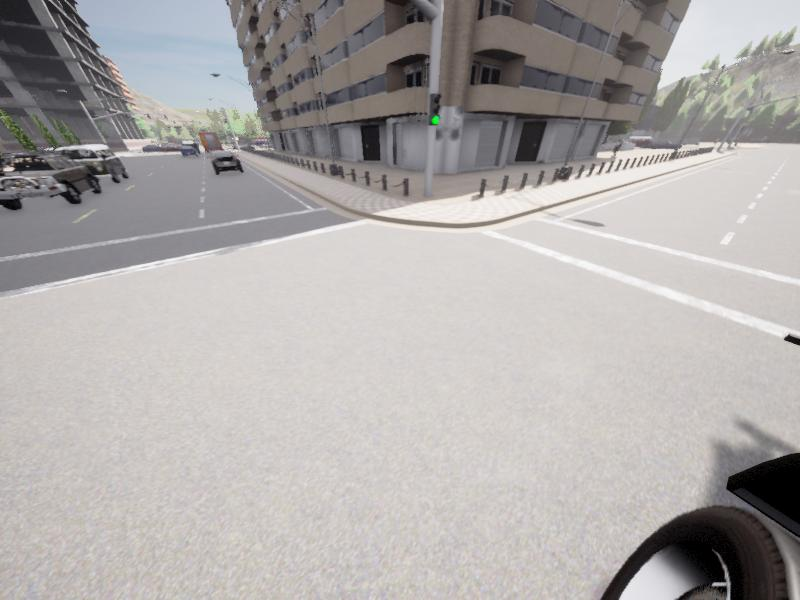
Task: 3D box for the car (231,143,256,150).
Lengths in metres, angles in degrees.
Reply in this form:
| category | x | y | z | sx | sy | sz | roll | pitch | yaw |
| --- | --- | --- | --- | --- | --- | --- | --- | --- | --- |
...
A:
| category | x | y | z | sx | sy | sz | roll | pitch | yaw |
| --- | --- | --- | --- | --- | --- | --- | --- | --- | --- |
| car | -41.166 | -40.534 | 60.915 | 4.974 | 1.542 | 2.038 | -22 | 41 | -28 |

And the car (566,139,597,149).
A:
| category | x | y | z | sx | sy | sz | roll | pitch | yaw |
| --- | --- | --- | --- | --- | --- | --- | --- | --- | --- |
| car | 40.595 | -35.074 | 51.903 | 2.033 | 1.649 | 4.856 | -22 | 41 | -28 |

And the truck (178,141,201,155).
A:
| category | x | y | z | sx | sy | sz | roll | pitch | yaw |
| --- | --- | --- | --- | --- | --- | --- | --- | --- | --- |
| truck | -39.065 | -28.360 | 43.016 | 2.390 | 2.098 | 6.274 | -23 | 41 | -28 |

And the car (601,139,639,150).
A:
| category | x | y | z | sx | sy | sz | roll | pitch | yaw |
| --- | --- | --- | --- | --- | --- | --- | --- | --- | --- |
| car | 44.744 | -31.700 | 47.044 | 2.152 | 1.651 | 5.027 | -22 | 41 | -28 |

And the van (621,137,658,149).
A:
| category | x | y | z | sx | sy | sz | roll | pitch | yaw |
| --- | --- | --- | --- | --- | --- | --- | --- | --- | --- |
| van | 48.789 | -32.080 | 47.161 | 2.069 | 2.038 | 4.480 | -22 | 41 | -28 |

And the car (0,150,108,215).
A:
| category | x | y | z | sx | sy | sz | roll | pitch | yaw |
| --- | --- | --- | --- | --- | --- | --- | --- | --- | --- |
| car | -15.478 | -5.345 | 10.092 | 1.932 | 1.855 | 4.605 | -22 | 40 | -27 |

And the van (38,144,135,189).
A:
| category | x | y | z | sx | sy | sz | roll | pitch | yaw |
| --- | --- | --- | --- | --- | --- | --- | --- | --- | --- |
| van | -19.340 | -8.594 | 14.634 | 2.069 | 2.038 | 4.480 | -22 | 40 | -28 |

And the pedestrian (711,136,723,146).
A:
| category | x | y | z | sx | sy | sz | roll | pitch | yaw |
| --- | --- | --- | --- | --- | --- | --- | --- | --- | --- |
| pedestrian | 71.847 | -36.054 | 52.334 | 0.751 | 1.860 | 0.751 | -26 | 43 | -32 |

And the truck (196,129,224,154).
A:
| category | x | y | z | sx | sy | sz | roll | pitch | yaw |
| --- | --- | --- | --- | --- | --- | --- | --- | --- | --- |
| truck | -37.863 | -31.557 | 46.048 | 2.891 | 3.827 | 8.468 | -23 | 41 | -28 |

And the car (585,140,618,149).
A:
| category | x | y | z | sx | sy | sz | roll | pitch | yaw |
| --- | --- | --- | --- | --- | --- | --- | --- | --- | --- |
| car | 45.008 | -34.955 | 51.747 | 1.882 | 1.535 | 5.008 | -22 | 41 | -28 |

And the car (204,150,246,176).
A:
| category | x | y | z | sx | sy | sz | roll | pitch | yaw |
| --- | --- | --- | --- | --- | --- | --- | --- | --- | --- |
| car | -14.556 | -11.496 | 19.181 | 2.163 | 1.488 | 4.792 | -22 | 40 | -27 |

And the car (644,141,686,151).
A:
| category | x | y | z | sx | sy | sz | roll | pitch | yaw |
| --- | --- | --- | --- | --- | --- | --- | --- | --- | --- |
| car | 48.603 | -28.436 | 42.494 | 1.812 | 1.442 | 4.674 | -21 | 40 | -27 |

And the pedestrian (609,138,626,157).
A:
| category | x | y | z | sx | sy | sz | roll | pitch | yaw |
| --- | --- | --- | --- | --- | --- | --- | --- | --- | --- |
| pedestrian | 26.045 | -18.242 | 27.639 | 0.751 | 1.860 | 0.751 | -29 | 44 | -34 |

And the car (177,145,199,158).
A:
| category | x | y | z | sx | sy | sz | roll | pitch | yaw |
| --- | --- | --- | --- | --- | --- | --- | --- | --- | --- |
| car | -33.275 | -23.405 | 36.363 | 1.882 | 1.535 | 5.008 | -22 | 40 | -28 |

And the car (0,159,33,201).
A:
| category | x | y | z | sx | sy | sz | roll | pitch | yaw |
| --- | --- | --- | --- | --- | --- | --- | --- | --- | --- |
| car | -19.632 | -5.082 | 10.099 | 2.128 | 1.511 | 4.902 | -22 | 40 | -27 |
